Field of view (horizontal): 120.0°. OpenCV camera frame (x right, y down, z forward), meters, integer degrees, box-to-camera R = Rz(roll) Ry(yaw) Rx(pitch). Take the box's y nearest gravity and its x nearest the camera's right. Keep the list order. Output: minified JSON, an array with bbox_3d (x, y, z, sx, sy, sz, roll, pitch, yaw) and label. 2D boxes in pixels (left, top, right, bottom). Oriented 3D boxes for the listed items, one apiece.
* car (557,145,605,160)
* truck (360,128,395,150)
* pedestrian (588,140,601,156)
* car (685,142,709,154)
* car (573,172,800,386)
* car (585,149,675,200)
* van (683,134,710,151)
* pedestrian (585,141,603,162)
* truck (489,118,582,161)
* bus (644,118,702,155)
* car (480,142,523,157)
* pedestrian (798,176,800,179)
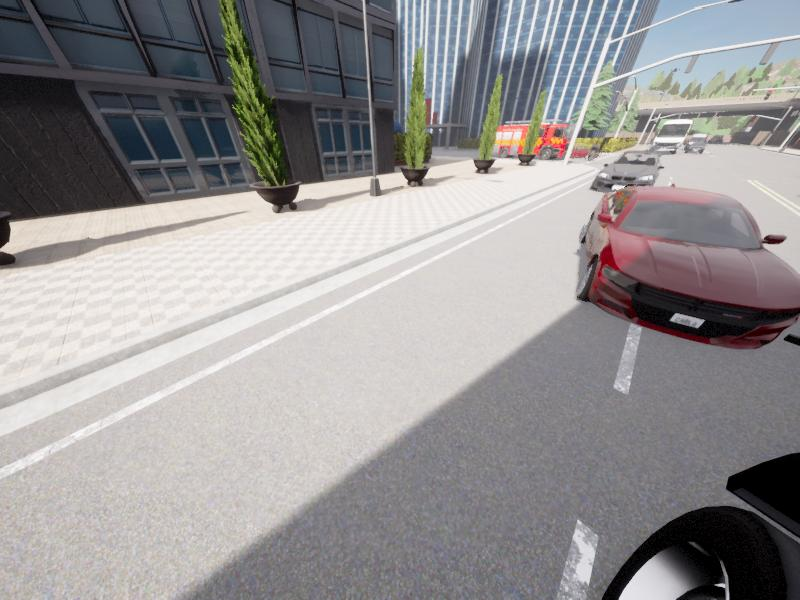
[{"bbox_3d":[21.949,-18.017,28.167,4.181,1.385,1.994,26,43,32],"label":"car"},{"bbox_3d":[-5.279,-36.822,52.959,8.468,3.827,2.891,29,45,35],"label":"truck"},{"bbox_3d":[27.304,-21.356,32.404,0.751,1.860,0.751,25,42,31],"label":"pedestrian"},{"bbox_3d":[46.342,-23.800,36.138,1.812,1.442,4.674,30,45,35],"label":"car"},{"bbox_3d":[4.709,-1.176,4.230,1.882,1.535,5.008,21,40,27],"label":"car"},{"bbox_3d":[11.462,-6.393,11.467,4.611,1.667,2.242,-30,45,-35],"label":"car"},{"bbox_3d":[54.589,-29.071,42.616,1.988,2.561,5.915,29,45,35],"label":"van"},{"bbox_3d":[20.719,-15.906,24.708,0.751,1.860,0.751,29,44,35],"label":"pedestrian"},{"bbox_3d":[15.826,-19.300,27.904,2.891,3.827,8.468,-30,45,-35],"label":"truck"},{"bbox_3d":[43.218,-25.893,36.697,3.944,4.253,10.273,30,45,35],"label":"bus"},{"bbox_3d":[14.637,-21.942,33.564,5.238,1.638,1.930,29,45,35],"label":"car"},{"bbox_3d":[25.543,-8.283,13.841,0.751,1.860,0.751,27,43,33],"label":"pedestrian"}]
